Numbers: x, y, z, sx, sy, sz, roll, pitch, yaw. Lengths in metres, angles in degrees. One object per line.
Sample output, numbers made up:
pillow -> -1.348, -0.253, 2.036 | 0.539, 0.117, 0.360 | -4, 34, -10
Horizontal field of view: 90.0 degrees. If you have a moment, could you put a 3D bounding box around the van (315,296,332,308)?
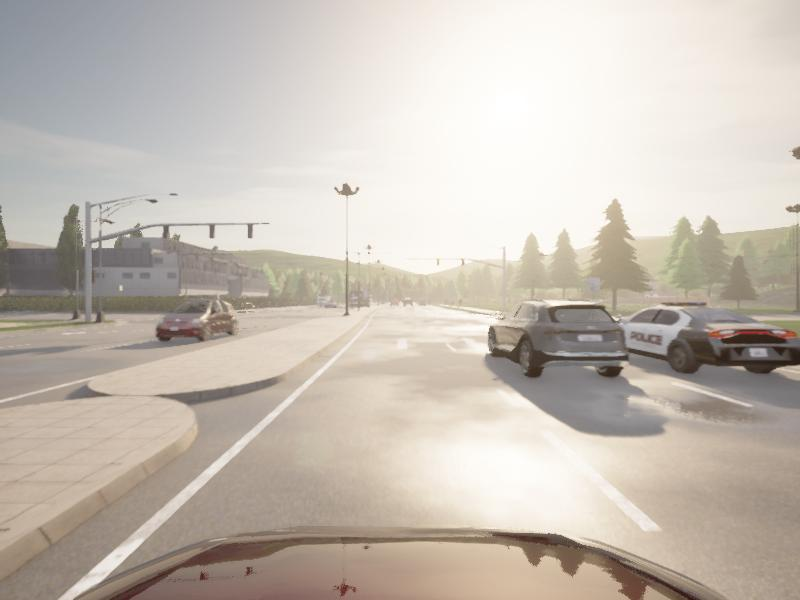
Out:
van -> -16.336, 0.357, 85.376 | 2.351, 2.431, 6.366 | 0, 0, 0

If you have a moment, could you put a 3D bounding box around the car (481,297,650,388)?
car -> 3.499, 0.775, 9.676 | 2.033, 1.649, 4.856 | 0, 0, -1

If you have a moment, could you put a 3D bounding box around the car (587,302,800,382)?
car -> 6.967, 0.824, 10.226 | 2.038, 1.542, 4.974 | 0, 0, 0

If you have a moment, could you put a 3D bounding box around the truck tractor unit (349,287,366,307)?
truck tractor unit -> -9.303, -0.544, 88.012 | 3.053, 4.208, 6.516 | 0, 0, 0

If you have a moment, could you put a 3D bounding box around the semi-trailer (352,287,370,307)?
semi-trailer -> -9.244, -0.642, 95.926 | 2.717, 4.402, 14.254 | 0, 0, 1

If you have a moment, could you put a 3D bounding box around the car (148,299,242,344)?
car -> -8.126, 0.784, 16.344 | 1.851, 1.617, 3.988 | 0, 0, -1
